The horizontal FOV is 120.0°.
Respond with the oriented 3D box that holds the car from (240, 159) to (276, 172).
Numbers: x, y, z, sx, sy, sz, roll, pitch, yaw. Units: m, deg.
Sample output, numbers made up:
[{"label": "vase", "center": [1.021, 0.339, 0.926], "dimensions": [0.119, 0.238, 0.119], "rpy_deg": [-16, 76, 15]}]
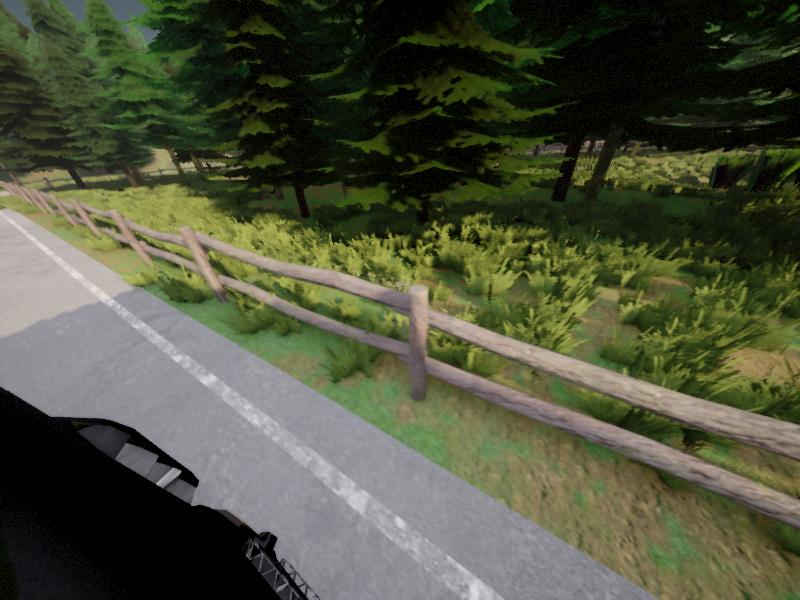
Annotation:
[{"label": "car", "center": [-23.574, -22.485, 38.551], "dimensions": [4.674, 1.442, 1.812], "rpy_deg": [-13, 35, -14]}]
